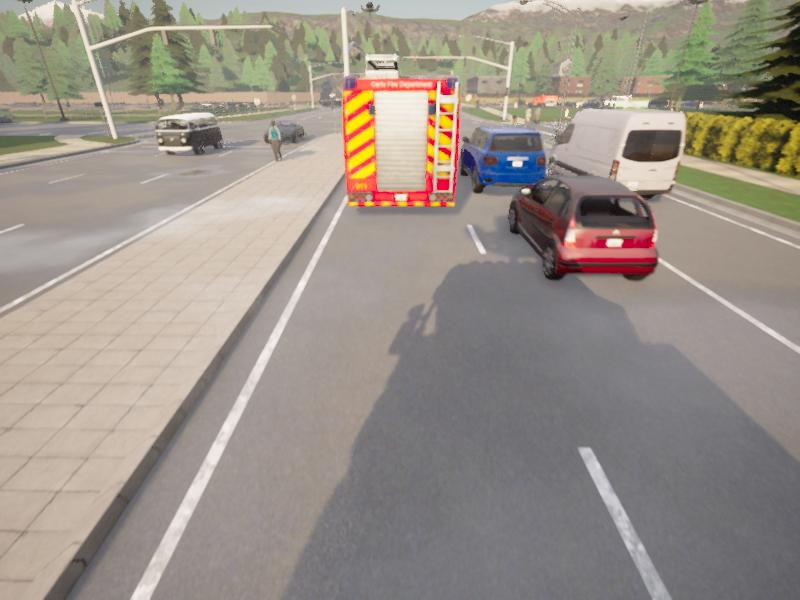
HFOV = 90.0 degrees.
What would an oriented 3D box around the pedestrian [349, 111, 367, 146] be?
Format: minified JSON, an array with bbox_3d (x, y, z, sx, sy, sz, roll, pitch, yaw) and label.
[{"bbox_3d":[-2.497,-10.304,24.062,0.751,1.860,0.751,10,29,18],"label":"pedestrian"}]

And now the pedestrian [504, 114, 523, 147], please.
[{"bbox_3d":[6.976,-10.444,24.656,0.751,1.860,0.751,0,27,-1],"label":"pedestrian"}]

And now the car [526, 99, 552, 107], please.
[{"bbox_3d":[33.381,-47.280,96.084,5.238,1.638,1.930,0,27,0],"label":"car"}]

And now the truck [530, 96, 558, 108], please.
[{"bbox_3d":[33.362,-46.041,92.784,5.204,2.467,2.627,0,27,0],"label":"truck"}]

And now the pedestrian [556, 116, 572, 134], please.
[{"bbox_3d":[13.536,-14.449,32.997,0.751,1.300,0.751,-1,27,-2],"label":"pedestrian"}]

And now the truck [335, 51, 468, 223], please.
[{"bbox_3d":[0.027,-5.657,13.334,2.891,3.827,8.468,0,27,0],"label":"truck"}]

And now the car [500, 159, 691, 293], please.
[{"bbox_3d":[3.494,-1.752,8.197,1.851,1.617,3.988,0,27,0],"label":"car"}]

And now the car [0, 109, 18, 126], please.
[{"bbox_3d":[-44.030,-19.290,42.195,4.974,1.542,2.038,0,27,0],"label":"car"}]

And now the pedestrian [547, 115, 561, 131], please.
[{"bbox_3d":[13.492,-15.496,35.017,0.751,1.300,0.751,0,27,0],"label":"pedestrian"}]

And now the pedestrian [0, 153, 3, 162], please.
[{"bbox_3d":[-18.984,-7.174,18.004,0.751,1.860,0.751,3,27,5],"label":"pedestrian"}]

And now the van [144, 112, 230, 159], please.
[{"bbox_3d":[-11.439,-9.116,21.964,2.069,2.038,4.480,0,27,0],"label":"van"}]

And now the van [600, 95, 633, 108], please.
[{"bbox_3d":[50.137,-46.049,92.669,5.915,2.561,1.988,0,27,0],"label":"van"}]

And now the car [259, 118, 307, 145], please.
[{"bbox_3d":[-7.893,-11.604,27.497,1.994,1.385,4.181,0,27,1],"label":"car"}]

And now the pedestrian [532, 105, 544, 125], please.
[{"bbox_3d":[14.599,-19.621,42.377,0.751,1.860,0.751,2,27,3],"label":"pedestrian"}]

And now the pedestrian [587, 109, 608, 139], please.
[{"bbox_3d":[13.762,-12.319,27.942,0.751,1.860,0.751,3,27,5],"label":"pedestrian"}]

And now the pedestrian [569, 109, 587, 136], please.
[{"bbox_3d":[13.943,-13.899,31.324,0.751,1.860,0.751,1,27,2],"label":"pedestrian"}]

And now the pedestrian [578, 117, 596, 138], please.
[{"bbox_3d":[13.185,-12.151,28.227,0.751,1.300,0.751,3,28,7],"label":"pedestrian"}]

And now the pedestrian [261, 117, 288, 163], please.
[{"bbox_3d":[-5.651,-7.229,18.125,0.751,1.860,0.751,0,27,0],"label":"pedestrian"}]

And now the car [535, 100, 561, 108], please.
[{"bbox_3d":[33.180,-44.041,89.880,4.974,1.542,2.038,0,27,0],"label":"car"}]

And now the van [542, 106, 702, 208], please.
[{"bbox_3d":[7.029,-5.203,13.846,1.988,2.561,5.915,0,27,0],"label":"van"}]

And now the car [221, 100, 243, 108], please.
[{"bbox_3d":[-39.290,-45.785,93.419,4.193,1.474,1.816,0,27,0],"label":"car"}]

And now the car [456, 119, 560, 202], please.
[{"bbox_3d":[3.522,-5.225,14.430,2.150,2.045,5.566,0,27,0],"label":"car"}]

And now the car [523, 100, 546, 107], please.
[{"bbox_3d":[33.337,-48.844,99.216,5.008,1.535,1.882,0,27,0],"label":"car"}]

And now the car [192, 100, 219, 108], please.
[{"bbox_3d":[-43.931,-44.235,90.314,4.974,1.542,2.038,0,27,0],"label":"car"}]

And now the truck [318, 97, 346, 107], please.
[{"bbox_3d":[-16.225,-47.611,96.256,6.274,2.098,2.390,0,27,0],"label":"truck"}]

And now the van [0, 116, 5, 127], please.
[{"bbox_3d":[-41.965,-17.877,38.965,4.442,1.987,1.775,0,27,0],"label":"van"}]

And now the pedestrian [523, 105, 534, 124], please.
[{"bbox_3d":[13.736,-19.803,42.732,0.751,1.860,0.751,1,27,1],"label":"pedestrian"}]
